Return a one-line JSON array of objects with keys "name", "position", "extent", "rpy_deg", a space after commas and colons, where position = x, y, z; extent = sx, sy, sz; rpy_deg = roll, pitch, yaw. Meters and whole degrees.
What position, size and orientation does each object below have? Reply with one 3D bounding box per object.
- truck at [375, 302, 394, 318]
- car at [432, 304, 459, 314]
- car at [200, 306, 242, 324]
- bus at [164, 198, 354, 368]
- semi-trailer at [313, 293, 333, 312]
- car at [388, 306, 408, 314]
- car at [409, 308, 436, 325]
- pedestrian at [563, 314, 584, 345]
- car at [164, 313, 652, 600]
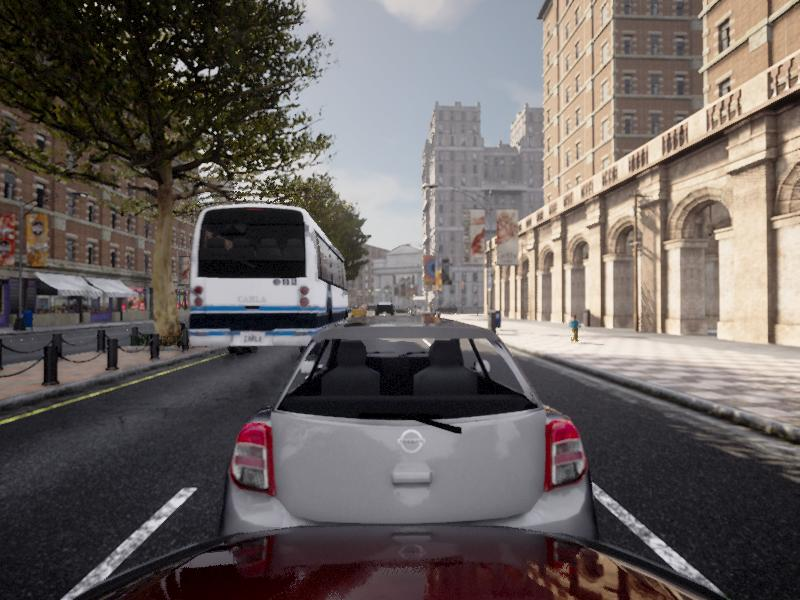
[{"name": "truck", "position": [-2.047, 1.279, 54.261], "extent": [2.390, 2.098, 6.274], "rpy_deg": [0, -1, -2]}, {"name": "car", "position": [8.204, 1.643, 72.976], "extent": [4.605, 1.855, 1.932], "rpy_deg": [0, -1, -3]}, {"name": "car", "position": [-16.372, 1.340, 36.827], "extent": [1.837, 1.490, 4.892], "rpy_deg": [0, -1, -2]}, {"name": "bus", "position": [-4.130, -0.329, 15.215], "extent": [3.944, 4.253, 10.273], "rpy_deg": [0, -1, -2]}, {"name": "semi-trailer", "position": [-18.737, 0.716, 98.841], "extent": [2.717, 4.402, 14.254], "rpy_deg": [0, -1, -2]}, {"name": "car", "position": [-0.428, 1.885, 76.089], "extent": [3.806, 1.475, 1.970], "rpy_deg": [0, -1, -2]}, {"name": "car", "position": [1.933, 1.426, 35.725], "extent": [1.895, 1.301, 4.718], "rpy_deg": [0, -1, -2]}, {"name": "pedestrian", "position": [6.403, 1.071, 14.776], "extent": [0.500, 1.100, 0.500], "rpy_deg": [0, -1, -4]}, {"name": "car", "position": [-0.018, 0.875, 3.332], "extent": [1.845, 1.501, 3.633], "rpy_deg": [0, -1, -2]}]
